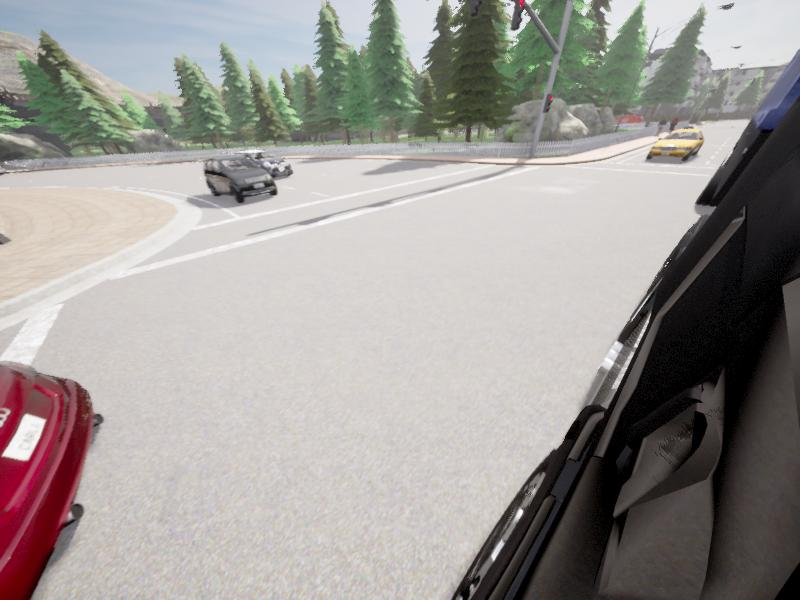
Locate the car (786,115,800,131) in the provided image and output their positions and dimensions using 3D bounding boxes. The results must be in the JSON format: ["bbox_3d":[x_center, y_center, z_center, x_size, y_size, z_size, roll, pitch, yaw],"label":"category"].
[{"bbox_3d":[49.983,-21.779,28.281,4.792,1.488,2.163,-28,43,-30],"label":"car"}]

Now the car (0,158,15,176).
[{"bbox_3d":[-44.617,-13.528,23.718,4.611,1.667,2.242,-14,38,-14],"label":"car"}]

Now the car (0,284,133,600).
[{"bbox_3d":[-3.993,1.720,0.527,4.181,1.385,1.994,-29,44,-29],"label":"car"}]

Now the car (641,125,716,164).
[{"bbox_3d":[17.218,-9.684,14.239,5.366,1.575,1.801,-27,43,-29],"label":"car"}]

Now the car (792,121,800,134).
[{"bbox_3d":[44.863,-19.036,24.901,5.008,1.535,1.882,-29,44,-30],"label":"car"}]

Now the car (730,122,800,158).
[{"bbox_3d":[22.973,-10.039,14.386,4.792,1.488,2.163,-28,43,-30],"label":"car"}]

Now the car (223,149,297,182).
[{"bbox_3d":[-8.831,-8.595,14.643,3.806,1.475,1.970,17,41,25],"label":"car"}]

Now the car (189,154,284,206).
[{"bbox_3d":[-7.142,-5.382,10.120,3.705,1.549,1.789,23,44,31],"label":"car"}]

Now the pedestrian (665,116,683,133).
[{"bbox_3d":[36.889,-23.632,31.112,0.751,1.860,0.751,-28,43,-30],"label":"pedestrian"}]

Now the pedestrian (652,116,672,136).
[{"bbox_3d":[31.255,-20.698,27.559,0.751,1.860,0.751,-26,42,-28],"label":"pedestrian"}]

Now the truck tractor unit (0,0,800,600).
[{"bbox_3d":[2.645,-0.295,0.351,6.516,4.208,3.053,-28,44,-30],"label":"truck tractor unit"}]

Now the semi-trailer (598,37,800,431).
[{"bbox_3d":[8.679,-3.614,4.252,14.254,4.402,2.717,-28,43,-30],"label":"semi-trailer"}]
